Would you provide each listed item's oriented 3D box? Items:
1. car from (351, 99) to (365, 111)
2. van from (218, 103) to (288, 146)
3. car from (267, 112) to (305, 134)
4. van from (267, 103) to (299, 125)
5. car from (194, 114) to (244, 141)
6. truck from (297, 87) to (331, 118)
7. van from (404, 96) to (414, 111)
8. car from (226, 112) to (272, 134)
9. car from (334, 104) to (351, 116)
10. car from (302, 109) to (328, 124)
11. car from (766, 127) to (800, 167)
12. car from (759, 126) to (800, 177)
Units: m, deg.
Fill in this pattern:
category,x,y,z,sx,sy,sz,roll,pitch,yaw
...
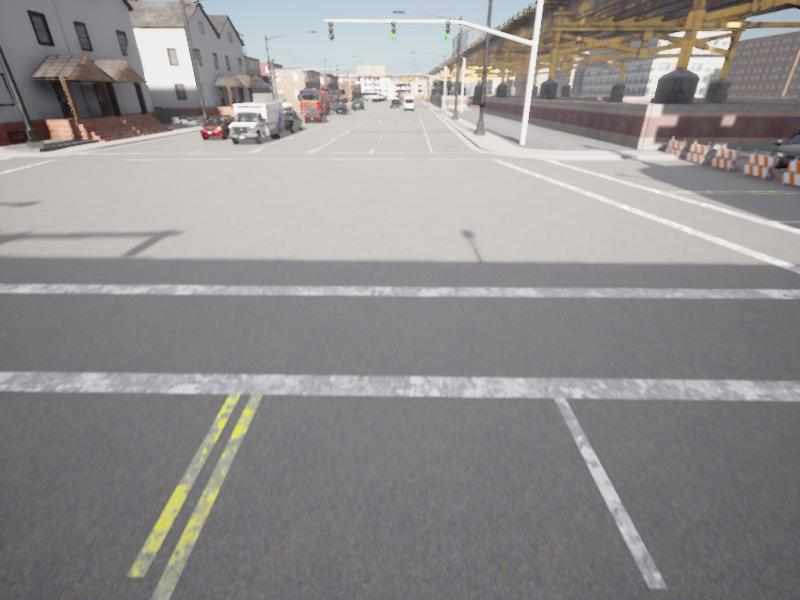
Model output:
category,x,y,z,sx,sy,sz,roll,pitch,yaw
car,-8.569,-40.414,82.730,2.150,2.045,5.566,1,27,1
van,-10.244,-12.722,28.656,2.351,2.431,6.366,1,27,1
car,-10.025,-15.839,35.713,1.837,1.490,4.892,1,27,1
van,-13.215,-21.169,45.454,2.069,2.038,4.480,1,28,2
car,-13.689,-13.235,30.564,1.851,1.617,3.988,1,27,1
truck,-12.759,-29.846,60.336,2.891,3.827,8.468,1,27,1
van,1.884,-39.765,80.874,1.988,2.561,5.915,1,27,1
car,-13.508,-16.032,36.089,2.128,1.511,4.902,1,27,1
car,-9.157,-30.312,63.762,1.837,1.490,4.892,1,27,1
car,-9.704,-21.135,46.112,1.994,1.385,4.181,1,27,1
car,17.628,-6.678,17.347,4.536,1.218,1.853,-25,36,-39
car,17.592,-6.521,17.387,4.974,1.542,2.038,-25,36,-39
